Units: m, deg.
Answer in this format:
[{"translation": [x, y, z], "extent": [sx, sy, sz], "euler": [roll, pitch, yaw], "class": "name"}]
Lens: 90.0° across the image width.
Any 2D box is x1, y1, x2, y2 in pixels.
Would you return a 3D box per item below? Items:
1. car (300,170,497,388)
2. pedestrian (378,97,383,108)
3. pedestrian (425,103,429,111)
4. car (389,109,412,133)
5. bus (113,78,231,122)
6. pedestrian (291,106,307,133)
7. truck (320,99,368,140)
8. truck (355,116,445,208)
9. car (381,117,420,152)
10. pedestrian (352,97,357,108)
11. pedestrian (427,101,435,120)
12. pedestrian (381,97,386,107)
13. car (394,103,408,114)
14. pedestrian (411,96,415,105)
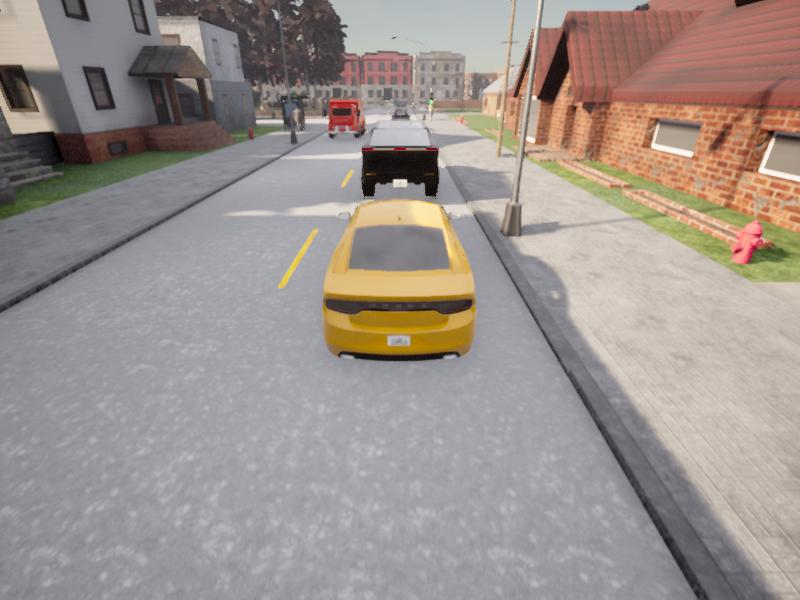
[{"translation": [-0.004, -0.841, 6.403], "extent": [1.882, 1.535, 5.008], "euler": [0, 28, 0], "class": "car"}, {"translation": [-3.841, -39.051, 79.193], "extent": [0.751, 1.860, 0.751], "euler": [-8, 29, -14], "class": "pedestrian"}, {"translation": [4.309, -30.866, 64.094], "extent": [0.500, 1.100, 0.500], "euler": [8, 29, 15], "class": "pedestrian"}, {"translation": [0.067, -15.177, 33.785], "extent": [1.851, 1.617, 3.988], "euler": [0, 28, 0], "class": "car"}, {"translation": [-25.599, -22.827, 45.622], "extent": [10.273, 4.253, 3.944], "euler": [-1, 28, -1], "class": "bus"}, {"translation": [-7.831, -14.046, 31.063], "extent": [0.751, 1.860, 0.751], "euler": [4, 28, 8], "class": "pedestrian"}, {"translation": [-3.897, -13.231, 29.139], "extent": [2.627, 2.467, 5.204], "euler": [0, 27, 1], "class": "truck"}, {"translation": [0.016, -5.061, 13.882], "extent": [2.390, 2.098, 6.274], "euler": [0, 28, 0], "class": "truck"}, {"translation": [0.045, -10.025, 24.020], "extent": [2.128, 1.511, 4.902], "euler": [0, 28, 0], "class": "car"}, {"translation": [-9.013, -38.960, 78.801], "extent": [0.751, 1.860, 0.751], "euler": [0, 28, 1], "class": "pedestrian"}, {"translation": [3.448, -21.318, 44.988], "extent": [0.751, 1.860, 0.751], "euler": [0, 28, 0], "class": "pedestrian"}, {"translation": [-3.373, -40.605, 82.164], "extent": [0.751, 1.860, 0.751], "euler": [-5, 28, -9], "class": "pedestrian"}, {"translation": [0.148, -28.618, 59.863], "extent": [1.895, 1.301, 4.718], "euler": [0, 28, 0], "class": "car"}, {"translation": [3.065, -46.611, 93.432], "extent": [0.751, 1.860, 0.751], "euler": [-4, 28, -8], "class": "pedestrian"}]
